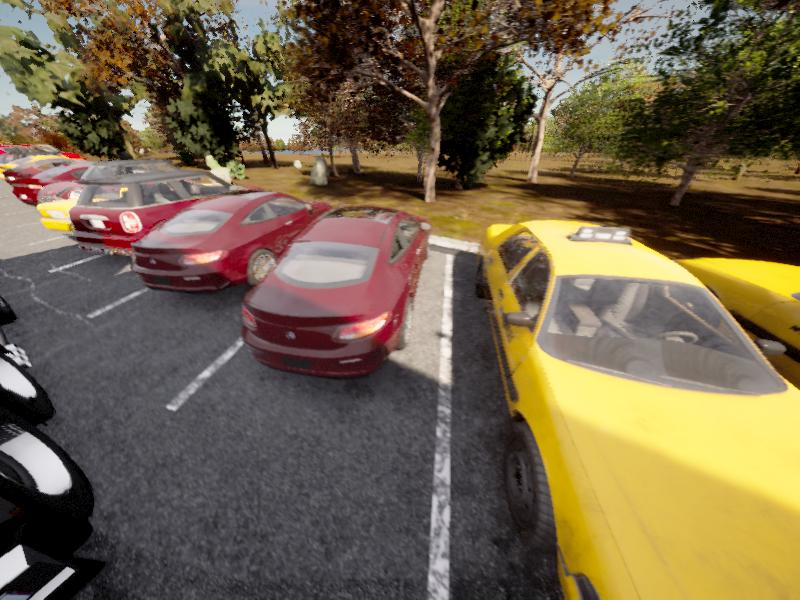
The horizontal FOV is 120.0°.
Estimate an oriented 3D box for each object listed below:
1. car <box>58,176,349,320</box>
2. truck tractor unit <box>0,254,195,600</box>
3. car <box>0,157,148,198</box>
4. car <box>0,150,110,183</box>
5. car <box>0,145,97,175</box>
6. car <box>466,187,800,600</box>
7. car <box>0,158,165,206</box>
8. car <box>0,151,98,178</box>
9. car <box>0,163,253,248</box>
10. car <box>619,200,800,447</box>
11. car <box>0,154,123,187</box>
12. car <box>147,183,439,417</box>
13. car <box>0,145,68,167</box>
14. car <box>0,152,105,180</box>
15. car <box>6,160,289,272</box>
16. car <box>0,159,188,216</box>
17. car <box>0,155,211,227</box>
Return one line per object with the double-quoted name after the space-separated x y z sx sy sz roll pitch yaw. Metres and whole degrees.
-3.077 -1.688 5.194 2.002 1.452 4.674 6 35 9 "car"
-5.096 -0.314 0.803 6.516 4.208 3.053 19 39 25 "truck tractor unit"
-18.118 -7.055 13.017 2.163 1.488 4.792 7 35 11 "car"
-25.535 -9.930 16.940 2.185 1.767 4.553 8 35 12 "car"
-32.875 -12.910 21.066 2.435 2.045 5.566 8 35 12 "car"
1.987 0.086 2.522 1.946 1.575 5.366 6 35 9 "car"
-15.639 -6.106 11.631 2.163 1.488 4.792 8 35 11 "car"
-30.474 -11.634 19.643 1.946 1.575 5.366 9 35 12 "car"
-8.092 -3.572 7.873 1.946 1.575 5.366 7 35 10 "car"
4.606 0.723 1.591 1.946 1.575 5.366 6 35 9 "car"
-23.070 -8.903 15.663 2.097 1.535 5.008 8 35 12 "car"
-0.536 -0.830 3.939 2.002 1.452 4.674 6 35 9 "car"
-42.686 -16.643 26.560 1.878 1.987 4.442 9 35 12 "car"
-27.985 -10.781 18.407 2.231 1.521 4.892 8 35 12 "car"
-5.614 -2.678 6.348 2.185 1.767 4.553 7 35 10 "car"
-13.147 -5.244 10.319 2.097 1.535 5.008 7 35 11 "car"
-10.629 -4.473 8.972 2.185 1.767 4.553 7 35 10 "car"
